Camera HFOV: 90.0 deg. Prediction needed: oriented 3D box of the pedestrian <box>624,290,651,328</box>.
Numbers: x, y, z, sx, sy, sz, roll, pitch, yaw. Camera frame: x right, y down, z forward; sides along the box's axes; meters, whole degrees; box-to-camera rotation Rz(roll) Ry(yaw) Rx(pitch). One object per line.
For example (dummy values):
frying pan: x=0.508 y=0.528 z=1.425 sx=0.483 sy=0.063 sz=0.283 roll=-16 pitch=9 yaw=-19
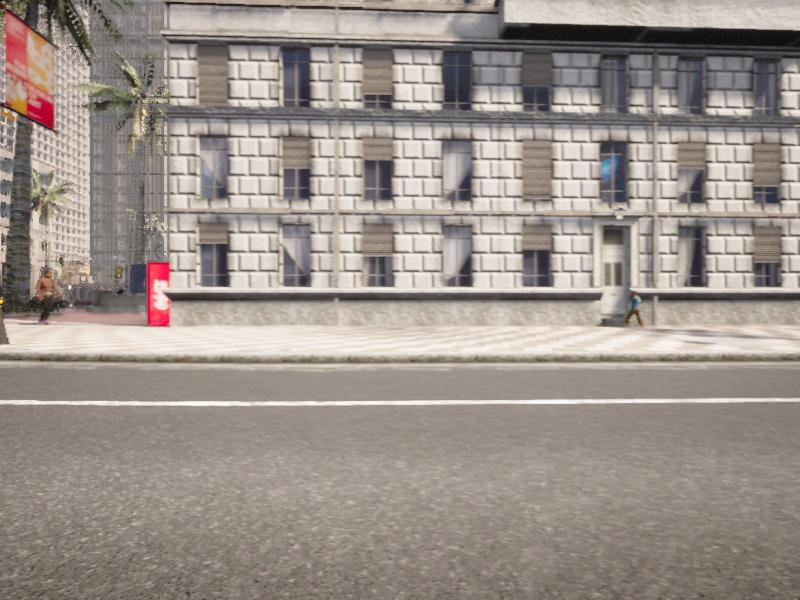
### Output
pedestrian: x=7.059 y=0.264 z=11.908 sx=0.500 sy=1.100 sz=0.500 roll=0 pitch=0 yaw=-2

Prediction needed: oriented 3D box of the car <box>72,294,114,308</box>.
car: x=-42.085 y=0.123 z=54.938 sx=4.553 sy=1.767 sz=2.097 roll=0 pitch=0 yaw=-37

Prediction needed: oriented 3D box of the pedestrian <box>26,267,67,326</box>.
pedestrian: x=-11.685 y=-0.108 z=13.243 sx=0.751 sy=1.860 sz=0.751 roll=0 pitch=0 yaw=18
